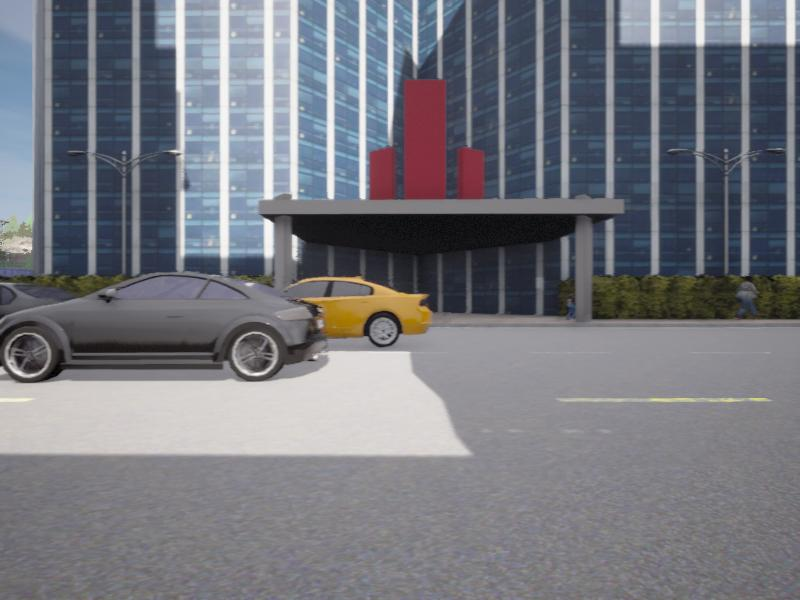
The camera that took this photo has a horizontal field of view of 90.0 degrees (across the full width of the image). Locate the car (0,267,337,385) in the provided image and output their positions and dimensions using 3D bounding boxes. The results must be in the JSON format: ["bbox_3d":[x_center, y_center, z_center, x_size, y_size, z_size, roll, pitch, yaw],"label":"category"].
[{"bbox_3d":[-3.141,0.307,5.707,4.181,1.385,1.994,0,0,0],"label":"car"}]

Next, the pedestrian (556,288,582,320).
[{"bbox_3d":[6.879,0.165,16.308,0.751,1.300,0.751,0,0,3],"label":"pedestrian"}]

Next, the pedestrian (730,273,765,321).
[{"bbox_3d":[13.888,-0.114,15.992,0.751,1.860,0.751,0,0,3],"label":"pedestrian"}]

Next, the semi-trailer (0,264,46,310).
[{"bbox_3d":[-39.392,-1.220,35.601,2.717,4.402,14.254,0,0,2],"label":"semi-trailer"}]

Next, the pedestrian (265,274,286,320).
[{"bbox_3d":[-5.140,-0.115,16.488,0.751,1.860,0.751,0,0,-11],"label":"pedestrian"}]

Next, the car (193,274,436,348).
[{"bbox_3d":[-1.769,0.223,9.200,5.008,1.535,1.882,0,0,0],"label":"car"}]

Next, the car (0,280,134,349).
[{"bbox_3d":[-9.484,0.294,9.204,5.357,1.411,2.033,0,0,0],"label":"car"}]
